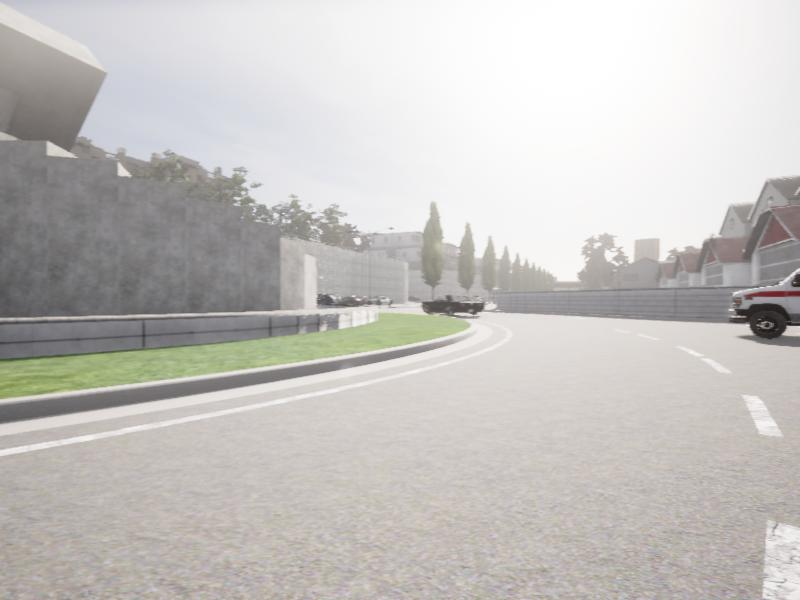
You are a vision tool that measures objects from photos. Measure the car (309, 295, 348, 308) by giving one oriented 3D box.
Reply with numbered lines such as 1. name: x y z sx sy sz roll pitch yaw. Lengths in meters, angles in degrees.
1. car: -8.520 0.185 48.388 2.038 1.542 4.974 0 0 27

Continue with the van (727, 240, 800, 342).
1. van: 11.683 -0.234 9.173 6.366 2.431 2.351 0 0 42

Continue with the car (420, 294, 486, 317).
1. car: 3.164 0.320 25.046 1.895 1.301 4.718 0 0 -24

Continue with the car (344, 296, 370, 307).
1. car: -5.728 0.180 53.796 1.845 1.501 3.633 0 0 27

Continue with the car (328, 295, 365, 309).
1. car: -6.020 0.230 45.721 1.812 1.442 4.674 0 0 28

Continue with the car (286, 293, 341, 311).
1. car: -8.299 0.145 38.569 4.856 1.649 2.033 0 0 19

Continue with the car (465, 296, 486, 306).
1. car: 12.162 0.164 63.969 2.038 1.542 4.974 0 0 26

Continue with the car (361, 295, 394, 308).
1. car: -2.814 0.180 51.791 2.038 1.542 4.974 0 0 27
